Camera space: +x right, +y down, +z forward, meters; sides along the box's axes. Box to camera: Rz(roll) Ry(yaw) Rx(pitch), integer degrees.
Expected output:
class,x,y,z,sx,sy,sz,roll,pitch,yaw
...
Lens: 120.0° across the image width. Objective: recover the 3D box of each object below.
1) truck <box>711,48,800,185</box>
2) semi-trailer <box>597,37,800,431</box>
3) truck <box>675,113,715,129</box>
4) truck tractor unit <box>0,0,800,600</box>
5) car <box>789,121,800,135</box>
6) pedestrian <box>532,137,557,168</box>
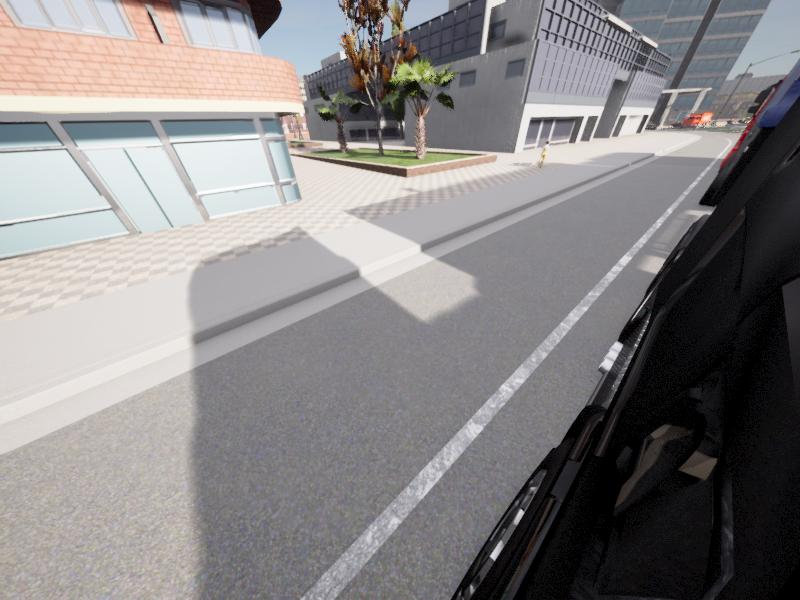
class,x,y,z,sx,sy,sz,roll,pitch,yaw
truck,17.379,-7.805,9.902,8.468,3.827,2.891,-28,43,-30
semi-trailer,8.725,-3.575,4.218,14.254,4.402,2.717,-28,43,-30
truck,60.825,-36.926,47.618,5.204,2.467,2.627,-15,38,-16
truck tractor unit,2.645,-0.295,0.351,6.516,4.208,3.053,-28,44,-30
car,47.308,-18.865,24.502,2.150,2.045,5.566,-18,39,-20
pedestrian,7.706,-7.884,12.359,0.751,1.300,0.751,16,40,23
